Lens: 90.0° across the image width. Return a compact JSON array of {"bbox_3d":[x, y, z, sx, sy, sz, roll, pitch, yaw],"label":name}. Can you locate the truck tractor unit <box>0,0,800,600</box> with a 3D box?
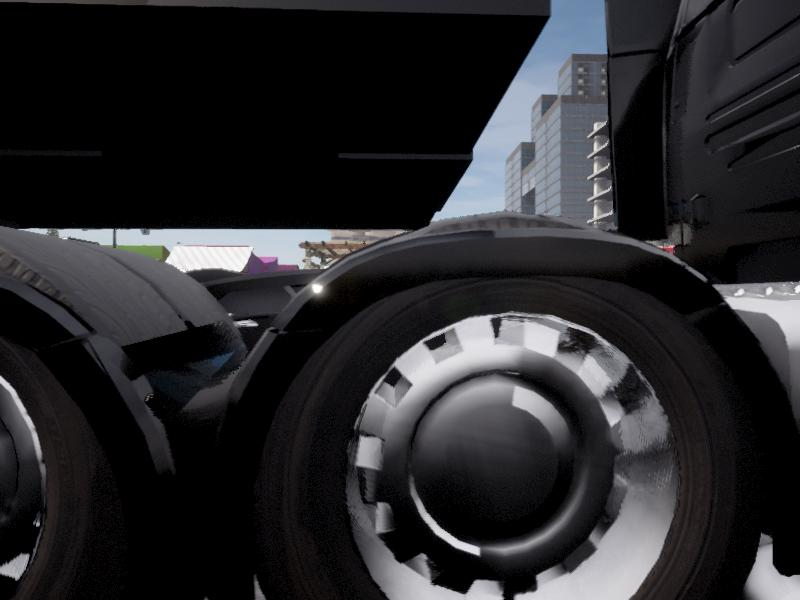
[{"bbox_3d":[1.167,-1.123,2.108,6.516,4.208,3.053,0,0,-2],"label":"truck tractor unit"}]

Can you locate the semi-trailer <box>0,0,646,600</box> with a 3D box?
[{"bbox_3d":[-6.736,-1.222,1.790,14.254,4.402,2.717,0,0,-2],"label":"semi-trailer"}]
